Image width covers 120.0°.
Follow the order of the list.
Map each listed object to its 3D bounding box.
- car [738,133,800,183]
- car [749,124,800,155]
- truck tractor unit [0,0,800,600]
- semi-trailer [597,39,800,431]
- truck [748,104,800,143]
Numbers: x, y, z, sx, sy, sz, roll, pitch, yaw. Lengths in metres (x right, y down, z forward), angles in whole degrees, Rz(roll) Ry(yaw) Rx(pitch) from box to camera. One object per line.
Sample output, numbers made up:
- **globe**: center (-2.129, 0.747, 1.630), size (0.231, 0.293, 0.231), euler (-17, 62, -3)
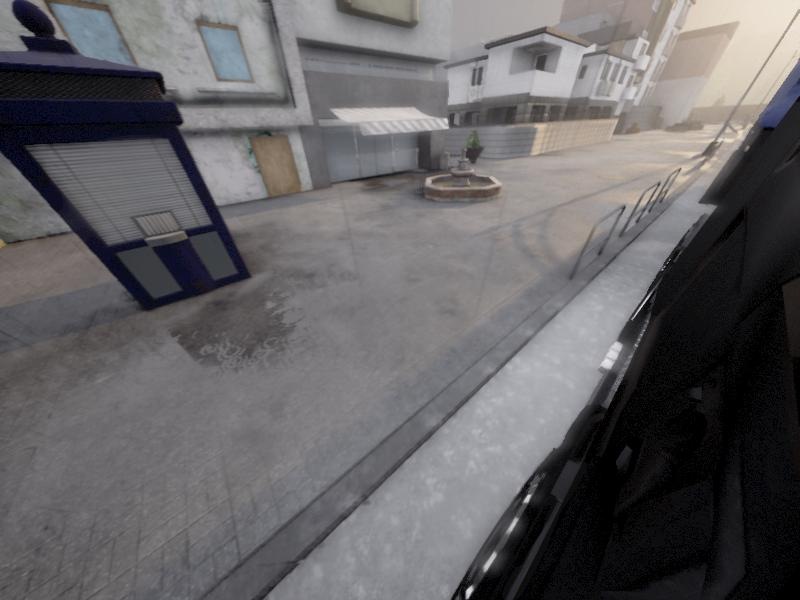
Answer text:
- **car**: center (16.204, -6.008, 9.576), size (4.718, 1.301, 1.895), euler (-27, 43, -29)
- **car**: center (24.585, -10.347, 14.779), size (4.181, 1.385, 1.994), euler (-28, 44, -30)
- **truck tractor unit**: center (2.645, -0.295, 0.351), size (6.516, 4.208, 3.053), euler (-28, 44, -30)
- **semi-trailer**: center (8.720, -3.589, 4.207), size (14.254, 4.402, 2.717), euler (-28, 44, -30)
- **truck**: center (33.035, -15.148, 19.741), size (5.204, 2.467, 2.627), euler (-27, 43, -29)
